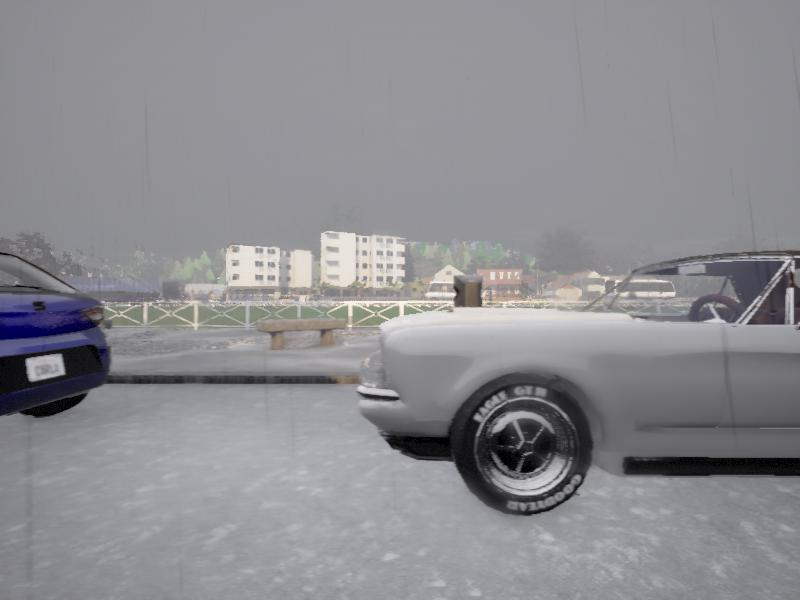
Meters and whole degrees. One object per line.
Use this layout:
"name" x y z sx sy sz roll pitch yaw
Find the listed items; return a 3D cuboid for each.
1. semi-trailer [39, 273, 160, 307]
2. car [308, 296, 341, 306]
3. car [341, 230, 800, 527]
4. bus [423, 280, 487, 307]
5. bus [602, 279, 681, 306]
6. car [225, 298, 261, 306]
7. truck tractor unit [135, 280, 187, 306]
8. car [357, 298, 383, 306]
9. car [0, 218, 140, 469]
"semi-trailer" -44.298 -1.271 59.895 2.717 4.402 14.254 -5 -4 42
"car" -12.928 0.172 68.417 5.238 1.638 1.930 0 0 0
"car" 2.100 0.344 2.701 4.718 1.301 1.895 0 0 0
"bus" 9.206 -1.126 68.290 10.273 4.253 3.944 1 0 0
"bus" 38.749 -1.140 64.523 10.273 4.253 3.944 0 0 0
"car" -26.842 0.296 68.422 5.357 1.411 2.033 0 0 0
"truck tractor unit" -38.352 -1.120 64.495 6.516 4.208 3.053 0 0 -5
"car" -5.130 0.308 68.410 4.181 1.385 1.994 0 0 0
"car" -4.445 0.255 2.699 4.193 1.474 1.816 0 0 0
